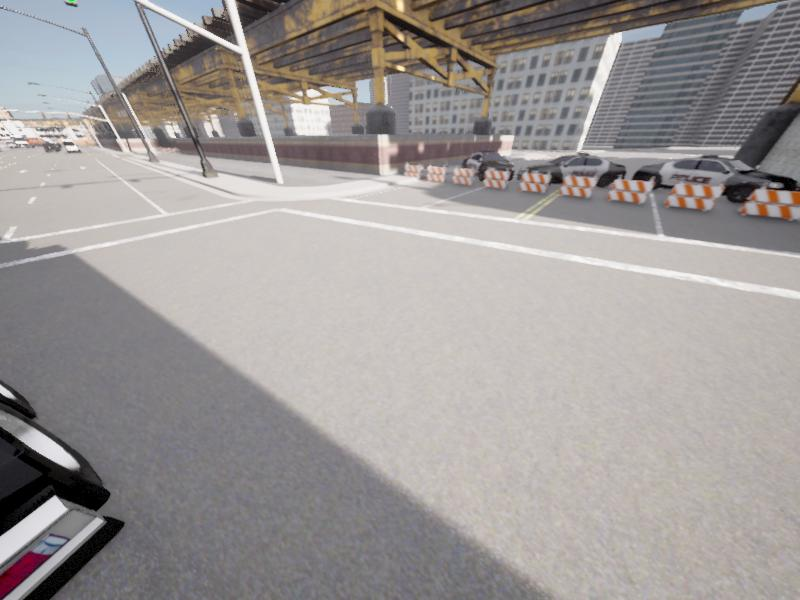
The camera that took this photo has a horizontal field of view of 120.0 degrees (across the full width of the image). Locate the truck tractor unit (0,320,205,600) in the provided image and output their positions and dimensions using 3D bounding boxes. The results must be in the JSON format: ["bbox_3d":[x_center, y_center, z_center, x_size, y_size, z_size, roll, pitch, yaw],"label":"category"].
[{"bbox_3d":[-5.204,-0.195,0.632,6.516,4.208,3.053,14,38,19],"label":"truck tractor unit"}]

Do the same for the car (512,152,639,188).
[{"bbox_3d":[9.234,-7.162,12.673,4.974,1.542,2.038,2,35,4],"label":"car"}]

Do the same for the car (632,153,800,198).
[{"bbox_3d":[13.808,-5.688,10.243,1.853,1.218,4.536,-13,37,-17],"label":"car"}]

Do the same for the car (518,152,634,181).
[{"bbox_3d":[9.284,-7.289,12.580,4.536,1.218,1.853,2,35,4],"label":"car"}]

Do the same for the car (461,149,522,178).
[{"bbox_3d":[5.715,-9.014,15.081,1.853,1.218,4.536,-4,35,-5],"label":"car"}]

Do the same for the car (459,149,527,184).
[{"bbox_3d":[5.722,-8.856,15.130,2.038,1.542,4.974,-4,35,-5],"label":"car"}]

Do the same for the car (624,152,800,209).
[{"bbox_3d":[13.828,-5.531,10.294,2.038,1.542,4.974,-13,37,-17],"label":"car"}]
